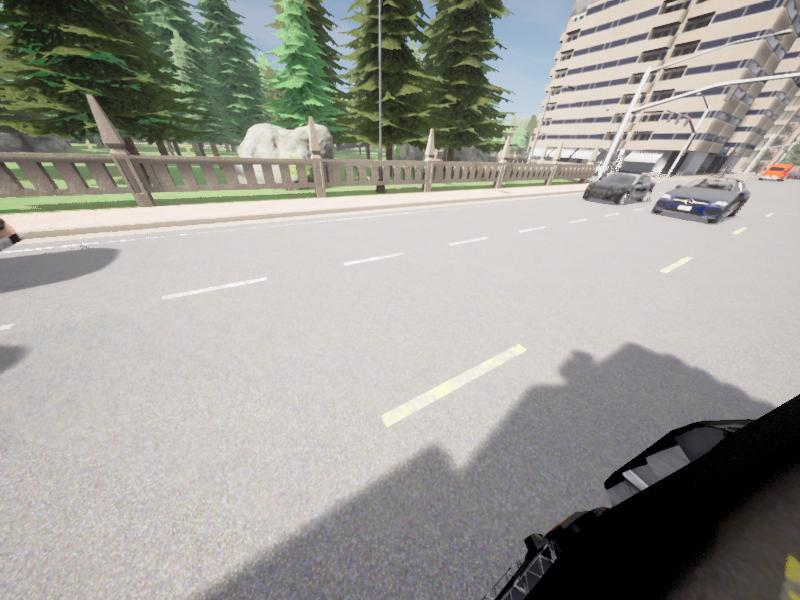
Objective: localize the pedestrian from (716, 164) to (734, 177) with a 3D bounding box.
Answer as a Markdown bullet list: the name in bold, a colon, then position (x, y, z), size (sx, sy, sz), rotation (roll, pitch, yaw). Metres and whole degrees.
- **pedestrian**: position (57.255, -22.825, 40.739), size (0.751, 1.860, 0.751), rotation (11, 34, 12)

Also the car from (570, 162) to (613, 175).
- **car**: position (27.884, -19.283, 33.818), size (1.994, 1.385, 4.181), rotation (-15, 38, -25)

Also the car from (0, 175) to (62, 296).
- **car**: position (-8.748, -0.502, 2.673), size (4.902, 1.511, 2.128), rotation (-17, 39, -28)

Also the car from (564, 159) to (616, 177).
- **car**: position (25.530, -17.866, 31.229), size (2.242, 1.667, 4.611), rotation (-15, 38, -25)

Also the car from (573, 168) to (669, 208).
- **car**: position (12.826, -6.601, 13.398), size (5.238, 1.638, 1.930), rotation (-16, 38, -26)

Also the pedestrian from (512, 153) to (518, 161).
- **pedestrian**: position (31.340, -38.976, 63.003), size (0.751, 1.860, 0.751), rotation (17, 36, 20)

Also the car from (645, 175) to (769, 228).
- **car**: position (14.258, -4.764, 10.757), size (5.027, 1.651, 2.152), rotation (-16, 38, -26)

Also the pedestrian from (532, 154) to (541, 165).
- **pedestrian**: position (28.134, -28.858, 47.504), size (0.751, 1.860, 0.751), rotation (-8, 35, -15)

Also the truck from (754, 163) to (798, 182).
- **truck**: position (63.092, -21.362, 38.760), size (5.204, 2.467, 2.627), rotation (-15, 38, -26)

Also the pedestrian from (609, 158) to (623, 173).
- **pedestrian**: position (33.331, -20.743, 35.669), size (0.751, 1.860, 0.751), rotation (30, 42, 35)
